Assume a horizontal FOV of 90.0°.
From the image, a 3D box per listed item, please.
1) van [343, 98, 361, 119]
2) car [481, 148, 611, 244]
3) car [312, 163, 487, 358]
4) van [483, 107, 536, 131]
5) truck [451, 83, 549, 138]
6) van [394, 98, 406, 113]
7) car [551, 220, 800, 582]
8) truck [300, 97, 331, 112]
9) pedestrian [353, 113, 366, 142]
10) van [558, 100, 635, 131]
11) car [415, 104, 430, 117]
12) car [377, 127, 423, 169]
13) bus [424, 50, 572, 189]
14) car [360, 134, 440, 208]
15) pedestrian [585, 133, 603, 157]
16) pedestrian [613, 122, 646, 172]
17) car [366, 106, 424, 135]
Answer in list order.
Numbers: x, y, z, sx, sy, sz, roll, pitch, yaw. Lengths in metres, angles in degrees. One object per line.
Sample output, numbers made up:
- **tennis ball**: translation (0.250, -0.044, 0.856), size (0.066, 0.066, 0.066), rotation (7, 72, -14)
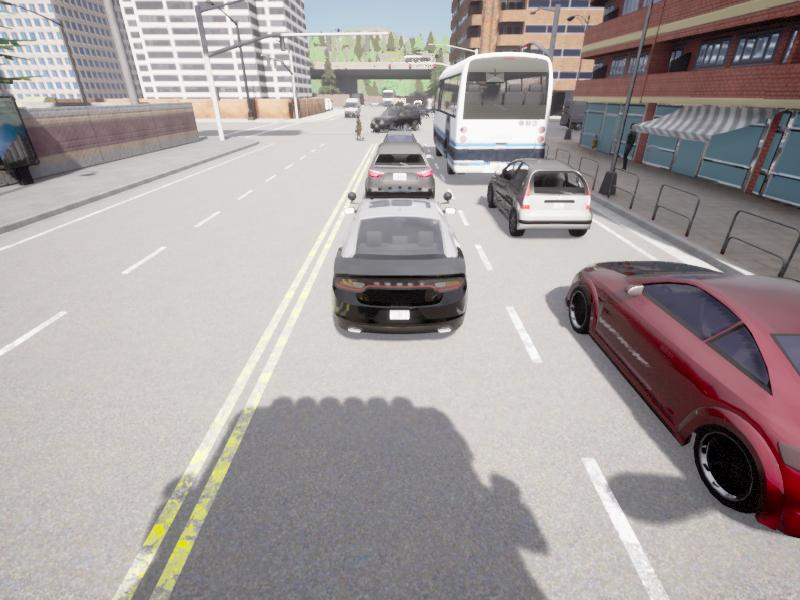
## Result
- **van**: translation (-7.005, -28.409, 59.204), size (1.988, 2.561, 5.915), rotation (0, 27, 0)
- **car**: translation (3.503, -2.905, 10.526), size (1.851, 1.617, 3.988), rotation (0, 27, 0)
- **car**: translation (-0.002, -1.178, 7.124), size (1.930, 1.638, 5.238), rotation (0, 27, 0)
- **van**: translation (10.385, -17.340, 38.239), size (4.442, 1.987, 1.775), rotation (0, 27, 0)
- **truck**: translation (8.455, -16.076, 33.762), size (8.468, 3.827, 2.891), rotation (-19, 33, -33)
- **van**: translation (0.001, -38.269, 78.528), size (2.351, 2.431, 6.366), rotation (0, 27, 0)
- **car**: translation (3.521, 0.390, 4.367), size (1.994, 1.385, 4.181), rotation (-1, 27, -2)
- **truck**: translation (-16.168, -37.546, 76.783), size (5.204, 2.467, 2.615), rotation (0, 27, 0)
- **pedestrian**: translation (-2.874, -12.235, 28.377), size (0.751, 1.860, 0.751), rotation (1, 27, 2)
- **van**: translation (18.499, -17.528, 37.997), size (5.915, 2.561, 1.988), rotation (0, 27, 0)
- **car**: translation (3.506, -30.010, 63.321), size (2.033, 1.649, 4.856), rotation (0, 27, 0)
- **car**: translation (0.002, -7.808, 20.313), size (2.033, 1.411, 5.357), rotation (0, 27, 0)
- **bus**: translation (3.380, -8.232, 18.010), size (3.944, 4.253, 10.273), rotation (0, 27, 0)
- **car**: translation (0.001, -4.562, 13.684), size (2.242, 1.667, 4.611), rotation (0, 27, 0)
- **pedestrian**: translation (10.088, -8.070, 20.796), size (0.500, 1.100, 0.500), rotation (2, 27, 3)
- **pedestrian**: translation (9.409, -6.303, 16.483), size (0.751, 1.860, 0.751), rotation (11, 29, 21)
- **car**: translation (-0.309, -16.125, 35.796), size (2.150, 2.045, 5.566), rotation (19, 33, 33)
